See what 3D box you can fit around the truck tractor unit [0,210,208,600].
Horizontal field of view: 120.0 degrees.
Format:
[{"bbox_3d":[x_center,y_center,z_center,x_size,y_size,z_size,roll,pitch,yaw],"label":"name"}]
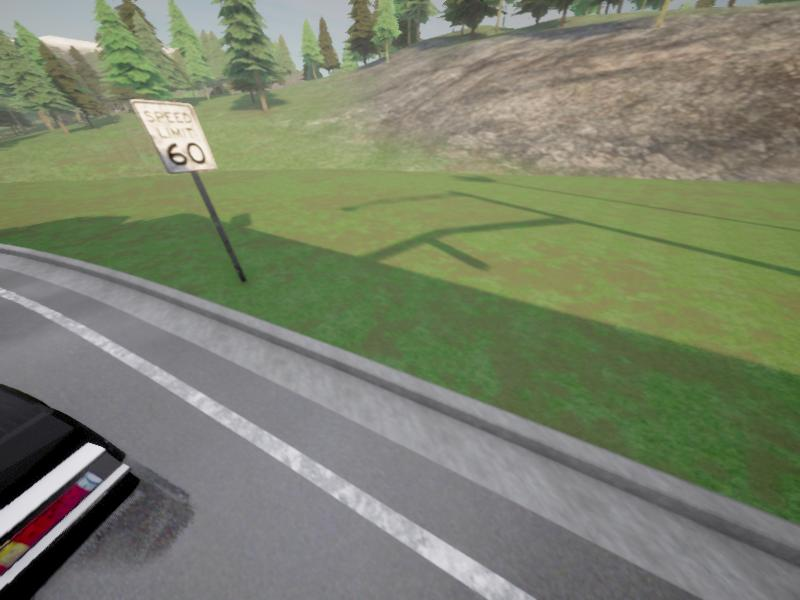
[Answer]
[{"bbox_3d":[-5.339,0.032,0.373,6.516,4.208,3.053,6,33,10],"label":"truck tractor unit"}]
